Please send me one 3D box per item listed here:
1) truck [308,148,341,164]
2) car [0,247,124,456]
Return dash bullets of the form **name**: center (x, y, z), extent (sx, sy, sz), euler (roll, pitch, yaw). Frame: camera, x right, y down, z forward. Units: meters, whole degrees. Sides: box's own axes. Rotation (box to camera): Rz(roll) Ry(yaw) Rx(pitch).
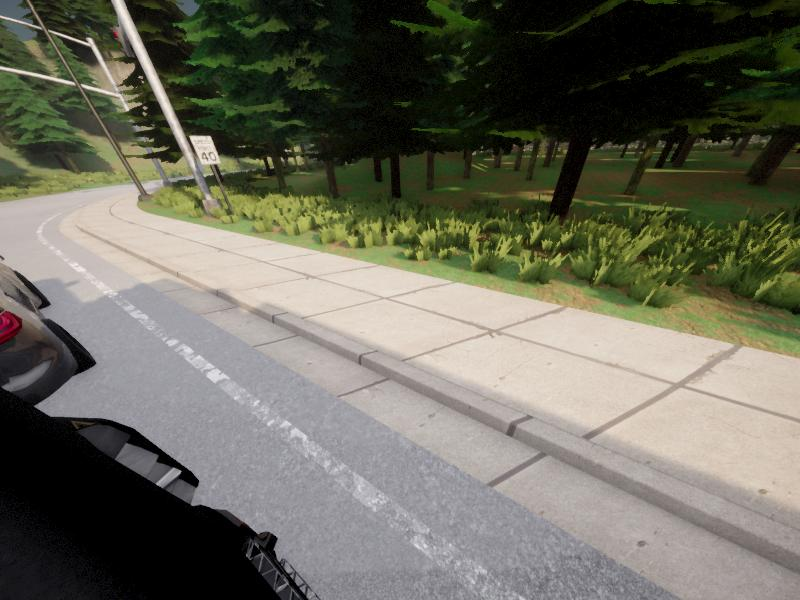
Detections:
- **truck**: center (-15.131, -28.990, 46.502), extent (5.204, 2.467, 2.627), euler (-29, 41, -33)
- **car**: center (-5.788, 0.290, 2.440), extent (4.611, 1.667, 2.242), euler (16, 38, 26)
